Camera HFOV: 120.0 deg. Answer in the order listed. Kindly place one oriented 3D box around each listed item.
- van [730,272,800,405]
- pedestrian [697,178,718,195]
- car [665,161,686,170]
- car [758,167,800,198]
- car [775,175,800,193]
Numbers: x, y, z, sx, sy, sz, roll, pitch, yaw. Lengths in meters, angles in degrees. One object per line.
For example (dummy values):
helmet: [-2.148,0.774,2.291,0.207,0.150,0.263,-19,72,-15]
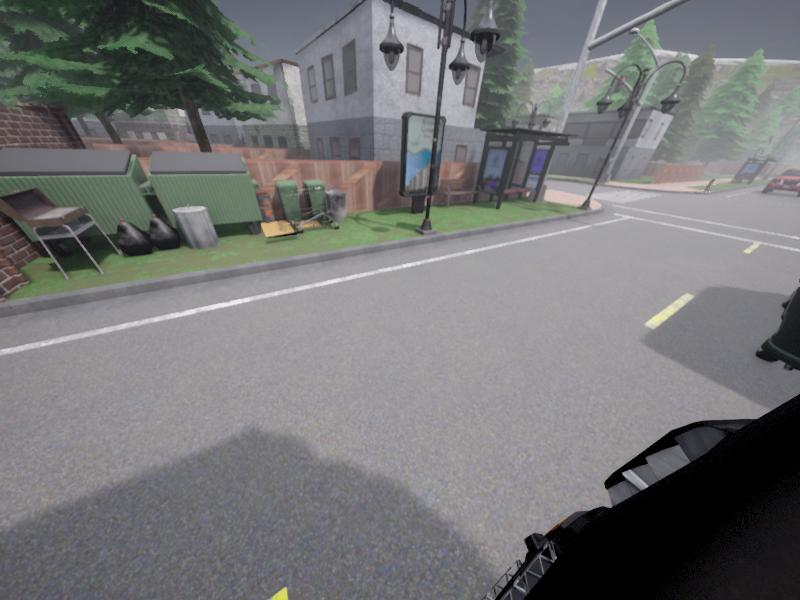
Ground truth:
van: [6.538,-0.044,2.688,4.442,1.987,1.775,-16,38,-26]
pedestrian: [23.541,-8.681,17.697,0.500,1.100,0.500,-22,41,-32]
car: [70.488,-34.532,59.132,4.605,1.855,1.932,-17,38,-27]
car: [34.581,-10.372,20.252,5.566,2.045,2.150,-16,38,-26]
car: [41.475,-12.076,23.942,4.181,1.385,1.994,-16,38,-26]
